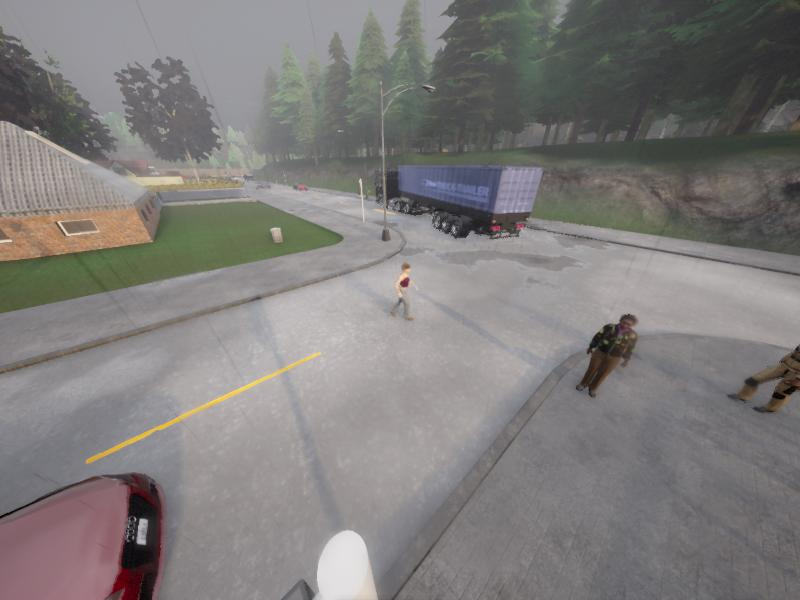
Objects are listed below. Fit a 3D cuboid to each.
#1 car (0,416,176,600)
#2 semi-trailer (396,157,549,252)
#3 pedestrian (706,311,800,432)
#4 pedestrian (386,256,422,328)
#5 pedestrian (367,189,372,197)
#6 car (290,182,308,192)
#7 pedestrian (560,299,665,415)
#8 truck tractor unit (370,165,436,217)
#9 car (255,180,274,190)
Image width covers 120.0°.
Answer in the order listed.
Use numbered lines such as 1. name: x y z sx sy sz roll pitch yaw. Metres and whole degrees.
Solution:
1. car: -4.455 3.122 1.437 4.181 1.385 1.994 -23 37 -34
2. semi-trailer: 3.445 -8.045 17.704 2.717 4.402 14.254 -10 31 -18
3. pedestrian: 6.603 1.235 3.940 0.751 1.860 0.751 11 32 19
4. pedestrian: 0.112 -0.225 6.692 0.751 1.860 0.751 11 32 18
5. pedestrian: -4.560 -16.170 34.862 0.500 1.100 0.500 -12 32 -20
6. car: -19.681 -22.190 45.114 1.845 1.501 3.633 -23 37 -34
7. pedestrian: 3.798 1.044 4.252 0.751 1.860 0.751 -25 39 -37
8. truck tractor unit: 0.112 -11.503 23.907 3.053 4.208 6.516 -22 37 -33
9. car: -28.849 -24.555 49.207 2.038 1.542 4.974 -23 37 -34
